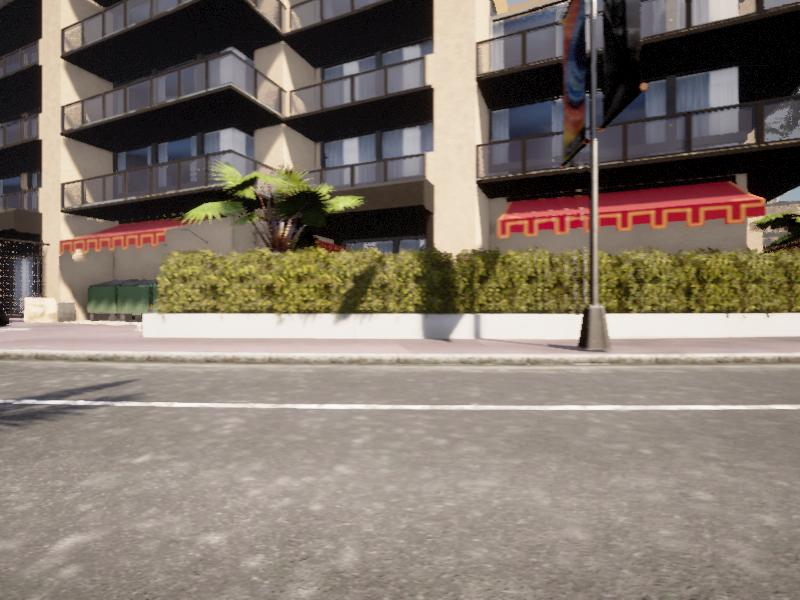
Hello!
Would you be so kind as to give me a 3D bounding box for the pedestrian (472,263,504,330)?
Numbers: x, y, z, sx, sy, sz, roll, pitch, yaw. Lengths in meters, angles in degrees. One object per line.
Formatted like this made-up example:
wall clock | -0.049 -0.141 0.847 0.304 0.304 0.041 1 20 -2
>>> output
pedestrian | 2.517 -0.099 11.544 0.751 1.860 0.751 0 0 0
